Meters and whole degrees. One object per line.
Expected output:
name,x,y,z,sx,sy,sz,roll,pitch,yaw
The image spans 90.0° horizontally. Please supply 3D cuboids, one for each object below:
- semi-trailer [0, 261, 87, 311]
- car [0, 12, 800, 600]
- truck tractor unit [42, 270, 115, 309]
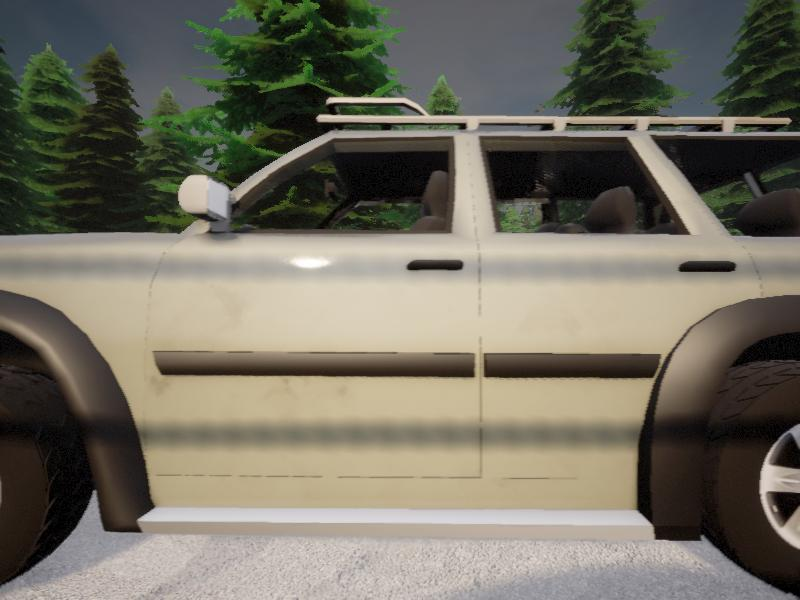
semi-trailer,-36.831,-1.217,38.251,2.717,4.402,14.254,0,0,0
car,0.041,0.054,2.184,4.605,1.855,1.932,0,0,0
truck tractor unit,-36.816,-1.113,46.163,3.053,4.208,6.516,0,0,1
